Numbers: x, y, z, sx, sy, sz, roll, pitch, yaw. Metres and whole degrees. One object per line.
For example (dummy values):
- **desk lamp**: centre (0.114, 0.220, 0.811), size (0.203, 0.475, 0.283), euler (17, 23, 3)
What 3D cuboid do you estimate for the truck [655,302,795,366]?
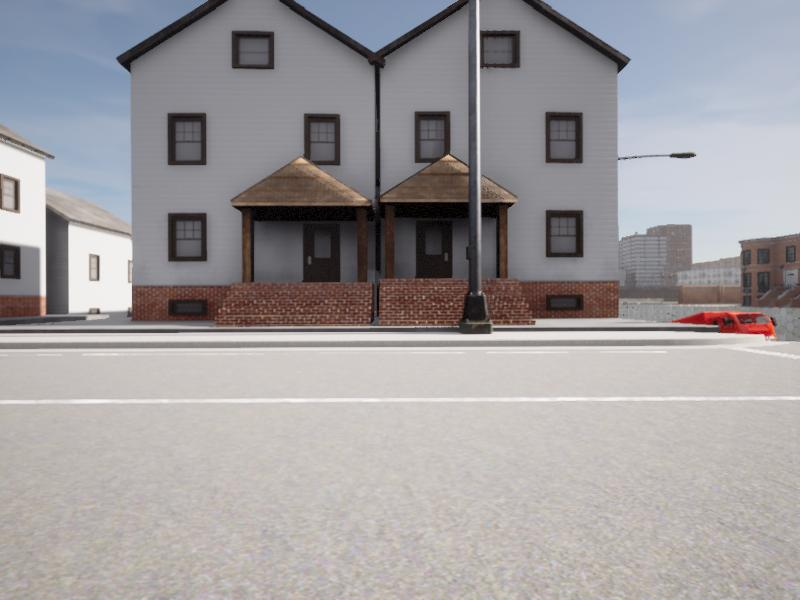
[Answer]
- **truck**: centre (16.435, 1.944, 20.821), size (2.627, 2.467, 5.204), euler (-1, -14, -1)
